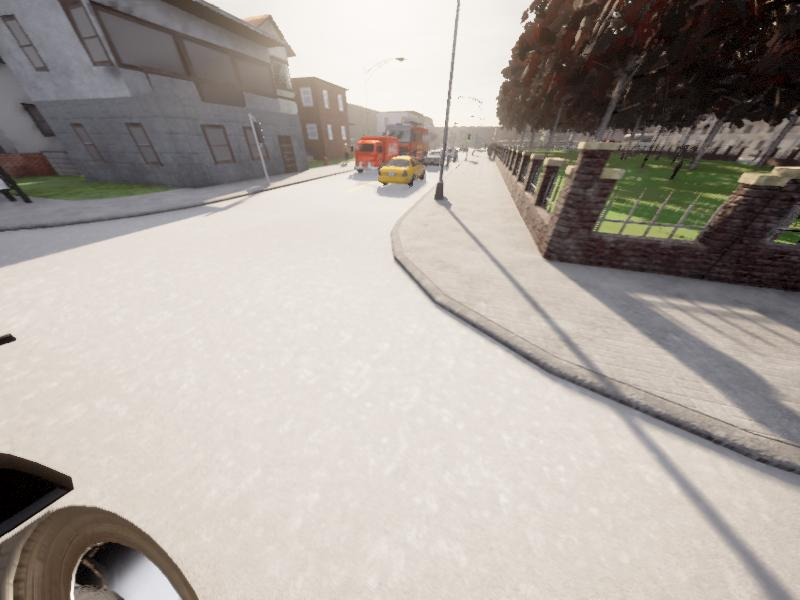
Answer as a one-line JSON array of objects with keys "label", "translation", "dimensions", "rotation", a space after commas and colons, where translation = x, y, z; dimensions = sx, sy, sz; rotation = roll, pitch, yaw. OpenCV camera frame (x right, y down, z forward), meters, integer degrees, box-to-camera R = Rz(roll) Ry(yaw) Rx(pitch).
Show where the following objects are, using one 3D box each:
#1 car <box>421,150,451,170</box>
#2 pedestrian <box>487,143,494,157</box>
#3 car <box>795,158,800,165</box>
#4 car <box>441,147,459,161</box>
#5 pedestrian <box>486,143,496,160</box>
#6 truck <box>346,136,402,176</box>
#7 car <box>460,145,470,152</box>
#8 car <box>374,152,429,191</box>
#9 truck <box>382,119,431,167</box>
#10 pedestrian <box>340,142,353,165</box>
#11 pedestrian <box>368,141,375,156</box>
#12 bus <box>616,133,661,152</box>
[{"label": "car", "translation": [3.725, -14.179, 23.240], "dimensions": [2.033, 1.411, 5.357], "rotation": [10, 36, 13]}, {"label": "pedestrian", "translation": [14.583, -24.275, 37.316], "dimensions": [0.751, 1.860, 0.751], "rotation": [10, 36, 14]}, {"label": "car", "translation": [52.857, -17.375, 28.211], "dimensions": [1.932, 1.855, 4.605], "rotation": [10, 36, 14]}, {"label": "car", "translation": [6.932, -20.183, 31.819], "dimensions": [1.845, 1.501, 3.633], "rotation": [10, 36, 13]}, {"label": "pedestrian", "translation": [12.413, -20.318, 31.585], "dimensions": [0.751, 1.860, 0.751], "rotation": [8, 36, 11]}, {"label": "truck", "translation": [-1.872, -12.036, 19.123], "dimensions": [2.627, 2.467, 5.204], "rotation": [10, 36, 14]}, {"label": "car", "translation": [15.629, -36.449, 55.517], "dimensions": [1.994, 1.385, 4.181], "rotation": [10, 36, 14]}, {"label": "car", "translation": [0.326, -8.071, 14.228], "dimensions": [1.801, 1.575, 5.366], "rotation": [11, 36, 14]}, {"label": "truck", "translation": [0.998, -17.423, 25.737], "dimensions": [2.891, 3.827, 8.468], "rotation": [11, 36, 14]}, {"label": "pedestrian", "translation": [-5.397, -14.754, 23.287], "dimensions": [0.751, 1.860, 0.751], "rotation": [11, 36, 15]}, {"label": "pedestrian", "translation": [-4.450, -23.562, 35.969], "dimensions": [0.751, 1.860, 0.751], "rotation": [18, 38, 24]}, {"label": "bus", "translation": [66.909, -44.398, 65.286], "dimensions": [3.944, 4.253, 10.273], "rotation": [10, 34, 13]}]
